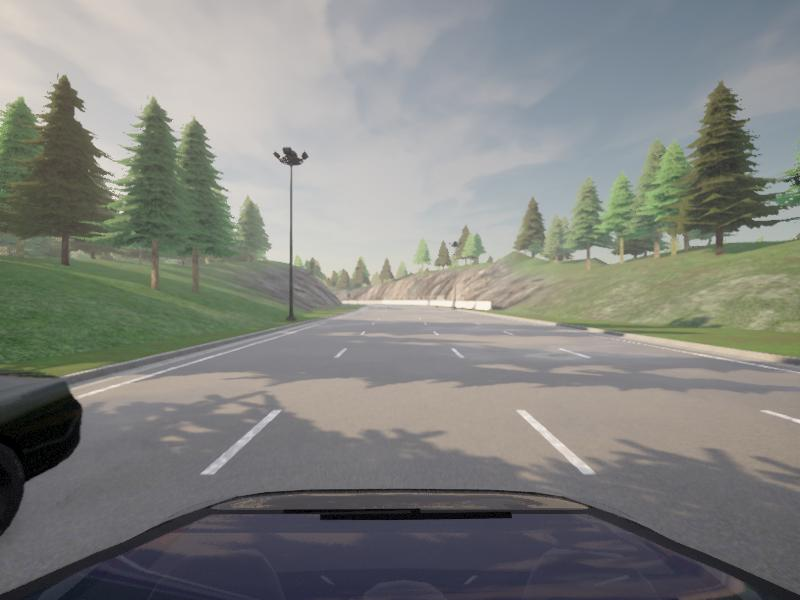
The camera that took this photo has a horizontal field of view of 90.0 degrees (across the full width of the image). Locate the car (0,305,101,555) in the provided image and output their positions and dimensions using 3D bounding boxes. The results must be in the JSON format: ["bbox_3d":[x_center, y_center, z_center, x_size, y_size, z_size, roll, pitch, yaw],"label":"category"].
[{"bbox_3d":[-3.509,0.825,0.845,2.038,1.542,4.974,0,0,0],"label":"car"}]
